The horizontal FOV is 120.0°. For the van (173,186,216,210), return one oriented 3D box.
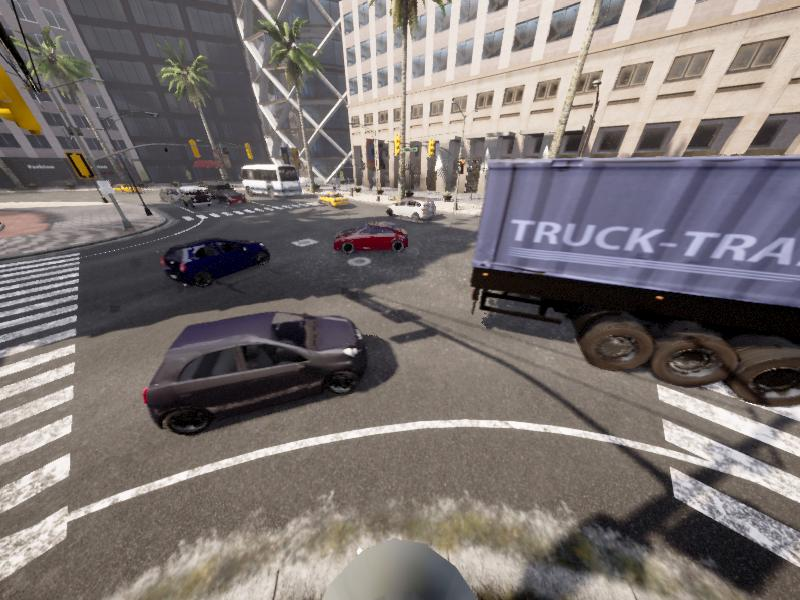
[{"bbox_3d":[-23.282,-11.673,26.182,4.480,2.038,2.069,21,36,32],"label":"van"}]

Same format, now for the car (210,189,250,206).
[{"bbox_3d":[-21.211,-12.867,28.810,4.792,1.488,2.163,21,36,31],"label":"car"}]

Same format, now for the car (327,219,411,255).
[{"bbox_3d":[-1.586,-3.534,12.758,4.181,1.385,1.994,-2,30,-4],"label":"car"}]

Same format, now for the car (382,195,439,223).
[{"bbox_3d":[0.880,-8.293,20.700,4.611,1.667,2.242,23,37,34],"label":"car"}]

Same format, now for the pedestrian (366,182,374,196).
[{"bbox_3d":[-4.427,-16.647,34.626,0.751,1.860,0.751,-27,39,-38],"label":"pedestrian"}]

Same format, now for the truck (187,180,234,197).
[{"bbox_3d":[-29.733,-17.588,36.369,6.274,2.098,2.390,12,32,20],"label":"truck"}]

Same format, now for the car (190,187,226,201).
[{"bbox_3d":[-26.381,-14.588,31.796,3.806,1.475,1.970,14,33,23],"label":"car"}]

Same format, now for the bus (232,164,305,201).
[{"bbox_3d":[-19.527,-17.673,34.371,10.273,4.253,3.944,18,34,27],"label":"bus"}]

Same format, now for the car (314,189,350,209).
[{"bbox_3d":[-7.961,-11.815,26.889,1.801,1.575,5.366,-22,37,-33],"label":"car"}]

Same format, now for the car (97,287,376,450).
[{"bbox_3d":[-2.512,1.061,4.633,3.633,1.501,1.845,-9,31,-16],"label":"car"}]

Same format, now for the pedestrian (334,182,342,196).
[{"bbox_3d":[-9.205,-16.515,34.398,0.751,1.860,0.751,-12,32,-20],"label":"pedestrian"}]

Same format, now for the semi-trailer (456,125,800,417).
[{"bbox_3d":[8.654,-0.240,3.980,14.254,4.402,2.717,11,31,18],"label":"semi-trailer"}]

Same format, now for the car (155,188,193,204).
[{"bbox_3d":[-28.931,-13.348,29.595,3.633,1.501,1.845,13,33,22],"label":"car"}]

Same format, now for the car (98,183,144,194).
[{"bbox_3d":[-47.073,-18.805,38.996,5.366,1.575,1.801,3,30,5],"label":"car"}]

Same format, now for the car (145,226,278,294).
[{"bbox_3d":[-7.514,-1.872,9.719,1.845,1.501,3.633,13,33,21],"label":"car"}]
